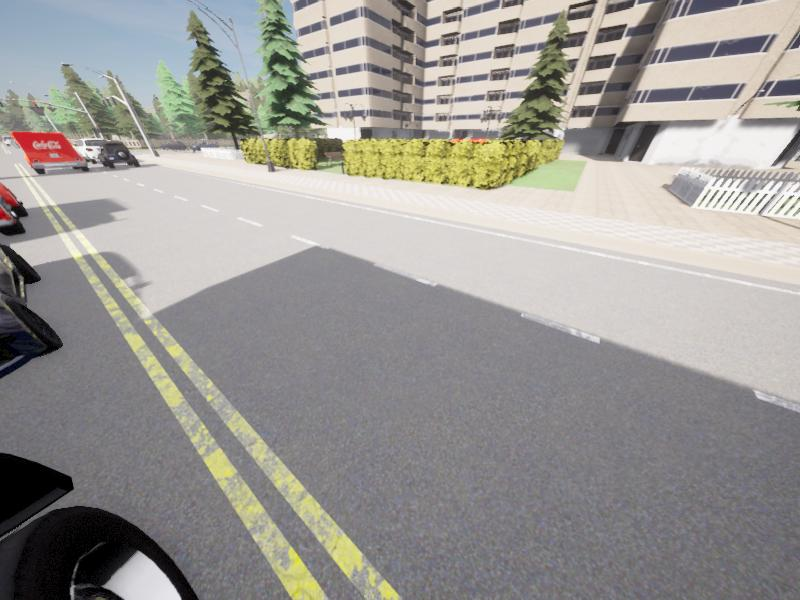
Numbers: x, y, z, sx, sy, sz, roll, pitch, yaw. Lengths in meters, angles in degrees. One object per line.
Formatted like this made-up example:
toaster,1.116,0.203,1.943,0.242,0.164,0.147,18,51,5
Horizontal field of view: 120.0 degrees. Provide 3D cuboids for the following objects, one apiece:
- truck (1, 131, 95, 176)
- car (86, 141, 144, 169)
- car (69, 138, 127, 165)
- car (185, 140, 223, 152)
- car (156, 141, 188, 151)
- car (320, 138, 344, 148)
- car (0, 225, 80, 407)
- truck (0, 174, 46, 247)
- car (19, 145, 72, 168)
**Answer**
truck,-25.773,-10.828,16.953,5.204,2.467,2.627,22,41,28
car,-24.524,-12.542,19.897,3.866,1.878,1.905,22,41,28
car,-30.321,-14.964,23.159,5.566,2.045,2.150,22,41,28
car,-36.985,-29.173,43.720,2.242,1.667,4.611,22,41,28
car,-42.074,-28.538,42.754,1.845,1.501,3.633,22,41,28
car,-17.846,-41.501,60.921,2.150,2.045,5.566,22,41,28
car,-6.275,-0.085,2.545,4.611,1.667,2.242,22,41,28
truck,-12.369,-2.903,5.801,5.204,2.467,2.627,22,41,28
car,-31.107,-12.614,20.264,3.633,1.501,1.845,22,41,28
